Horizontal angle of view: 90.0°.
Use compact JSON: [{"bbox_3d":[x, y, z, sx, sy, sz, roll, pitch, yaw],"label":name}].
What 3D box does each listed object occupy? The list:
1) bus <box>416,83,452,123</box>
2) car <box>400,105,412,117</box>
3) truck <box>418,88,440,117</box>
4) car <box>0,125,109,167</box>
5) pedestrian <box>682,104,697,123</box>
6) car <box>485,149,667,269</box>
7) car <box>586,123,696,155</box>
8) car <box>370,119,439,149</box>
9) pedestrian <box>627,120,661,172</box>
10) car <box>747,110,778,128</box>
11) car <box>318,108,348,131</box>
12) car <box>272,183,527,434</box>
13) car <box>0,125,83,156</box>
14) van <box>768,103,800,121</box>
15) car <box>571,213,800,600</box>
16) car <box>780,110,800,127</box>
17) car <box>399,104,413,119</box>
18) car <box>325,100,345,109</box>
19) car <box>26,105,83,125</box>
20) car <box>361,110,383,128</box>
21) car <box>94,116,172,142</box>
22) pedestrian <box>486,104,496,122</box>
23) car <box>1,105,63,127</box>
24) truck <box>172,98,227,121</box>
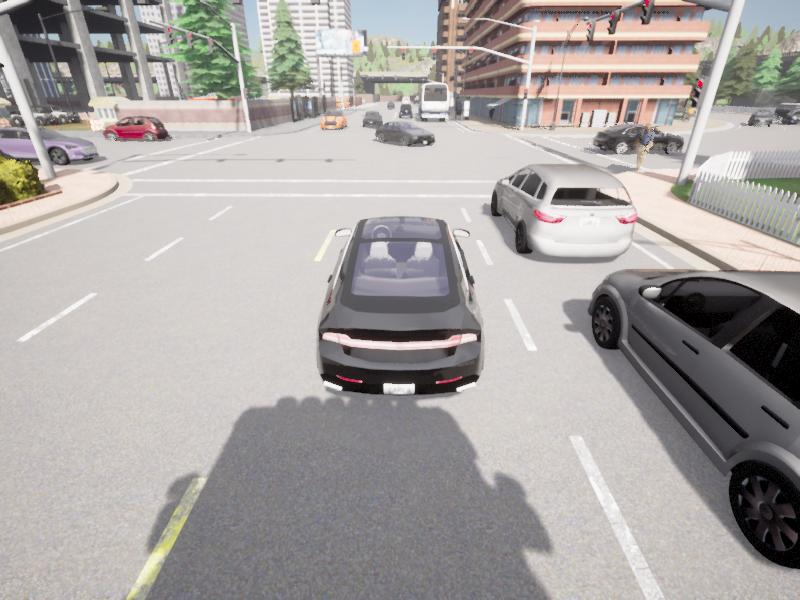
[{"bbox_3d":[4.143,-25.679,51.975,3.944,4.253,10.273,0,27,1],"label":"bus"},{"bbox_3d":[0.933,-29.970,63.294,1.801,1.575,5.366,0,27,1],"label":"car"},{"bbox_3d":[4.448,-31.301,63.377,2.891,3.827,8.468,0,27,1],"label":"truck"},{"bbox_3d":[-17.318,-7.418,19.166,4.856,1.649,2.033,0,27,0],"label":"car"},{"bbox_3d":[32.043,-20.653,44.288,0.751,1.860,0.751,-20,33,-34],"label":"pedestrian"},{"bbox_3d":[3.609,-2.403,9.469,2.242,1.667,4.611,1,27,1],"label":"car"},{"bbox_3d":[13.460,-9.098,22.572,4.892,1.490,1.837,-1,28,-3],"label":"car"},{"bbox_3d":[0.184,-11.318,27.091,2.033,1.411,5.357,-16,31,-28],"label":"car"},{"bbox_3d":[9.867,-6.224,16.195,0.751,1.860,0.751,15,31,27],"label":"pedestrian"},{"bbox_3d":[37.402,-18.778,41.363,1.789,1.549,3.705,18,32,31],"label":"car"},{"bbox_3d":[-6.450,-17.671,39.072,2.097,1.767,4.553,0,27,1],"label":"car"},{"bbox_3d":[0.026,-0.458,5.856,2.128,1.511,4.902,0,27,1],"label":"car"},{"bbox_3d":[-21.353,-8.929,22.363,5.357,1.411,2.033,0,27,0],"label":"car"},{"bbox_3d":[50.406,-24.320,51.672,1.775,1.987,4.442,4,28,9],"label":"van"},{"bbox_3d":[3.498,0.481,3.923,1.851,1.617,3.988,0,27,1],"label":"car"},{"bbox_3d":[42.714,-19.515,42.875,1.970,1.475,3.806,15,31,27],"label":"car"},{"bbox_3d":[0.822,-26.477,56.108,1.905,1.878,3.866,0,27,1],"label":"car"},{"bbox_3d":[-15.672,-47.307,96.789,4.553,1.767,2.097,1,27,1],"label":"car"},{"bbox_3d":[-36.817,-19.832,42.763,3.866,1.878,1.905,0,27,1],"label":"car"},{"bbox_3d":[-2.899,-19.111,42.200,1.837,1.490,4.892,0,27,1],"label":"car"},{"bbox_3d":[-18.907,-12.209,28.518,3.988,1.617,1.851,0,27,0],"label":"car"},{"bbox_3d":[10.426,-21.382,45.833,0.751,1.860,0.751,-2,27,-3],"label":"pedestrian"},{"bbox_3d":[-36.854,-18.489,40.147,3.866,1.878,1.905,0,27,1],"label":"car"},{"bbox_3d":[-25.062,-24.010,50.327,5.204,2.467,2.615,0,27,1],"label":"truck"}]
